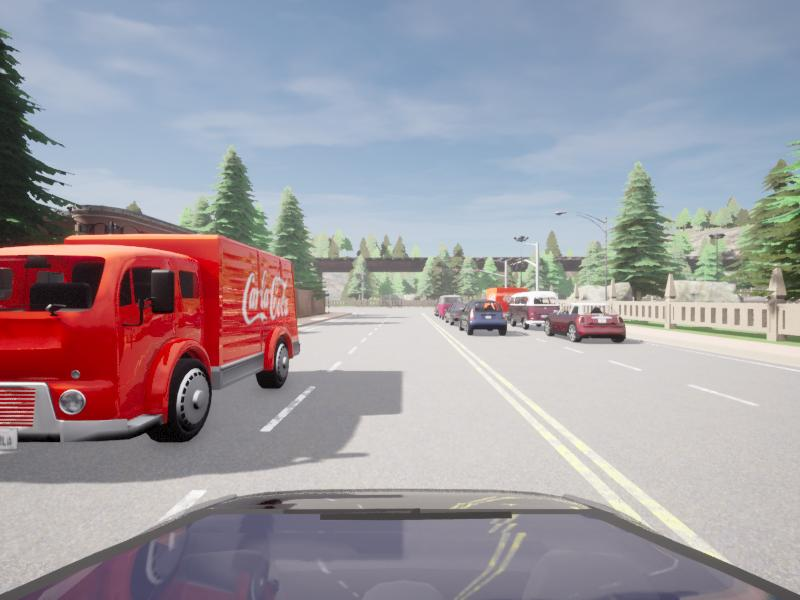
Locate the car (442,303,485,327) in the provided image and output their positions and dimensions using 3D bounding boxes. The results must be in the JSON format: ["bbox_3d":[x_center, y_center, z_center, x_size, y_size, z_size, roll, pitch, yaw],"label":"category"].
[{"bbox_3d":[4.012,0.895,26.078,2.033,1.411,5.357,0,0,1],"label":"car"}]

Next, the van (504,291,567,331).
[{"bbox_3d":[7.443,0.571,22.492,2.069,2.038,4.480,0,0,1],"label":"van"}]

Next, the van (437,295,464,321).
[{"bbox_3d":[4.143,0.599,33.180,1.775,1.987,4.442,0,0,1],"label":"van"}]

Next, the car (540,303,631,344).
[{"bbox_3d":[7.326,0.853,16.244,1.970,1.475,3.806,0,0,1],"label":"car"}]

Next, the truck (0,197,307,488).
[{"bbox_3d":[-3.370,0.353,6.016,2.627,2.467,5.204,0,0,1],"label":"truck"}]

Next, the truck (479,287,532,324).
[{"bbox_3d":[7.576,0.357,29.430,2.627,2.467,5.204,0,0,1],"label":"truck"}]

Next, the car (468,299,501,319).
[{"bbox_3d":[7.714,0.778,36.930,2.033,1.649,4.856,0,0,1],"label":"car"}]

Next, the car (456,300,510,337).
[{"bbox_3d":[3.884,0.788,19.320,1.851,1.617,3.988,0,0,1],"label":"car"}]
